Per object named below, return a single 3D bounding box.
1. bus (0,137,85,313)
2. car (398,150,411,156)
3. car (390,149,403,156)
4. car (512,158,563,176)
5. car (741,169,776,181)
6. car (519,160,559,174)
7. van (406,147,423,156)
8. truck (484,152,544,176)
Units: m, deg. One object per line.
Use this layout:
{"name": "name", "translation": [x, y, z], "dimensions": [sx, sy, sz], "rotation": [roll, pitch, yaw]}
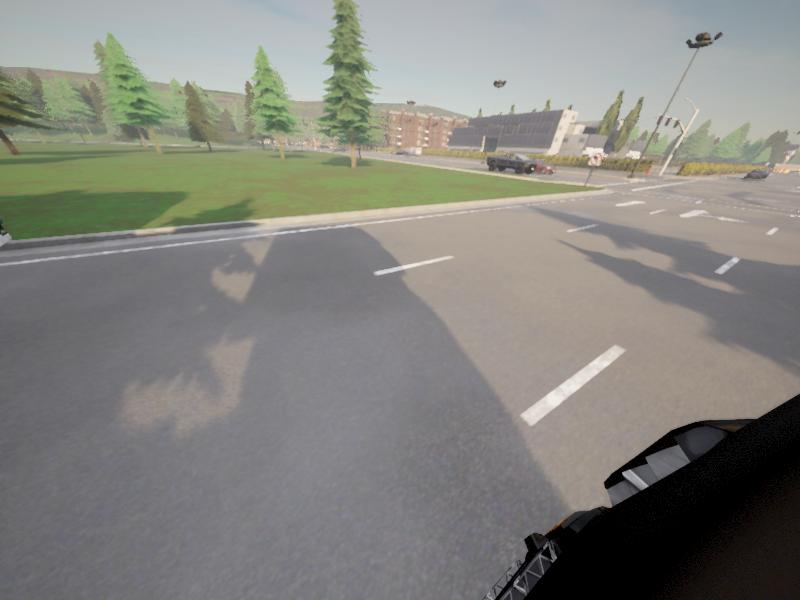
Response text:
{"name": "bus", "translation": [-10.394, -0.620, 0.339], "dimensions": [10.273, 4.253, 3.944], "rotation": [-16, 38, -26]}
{"name": "car", "translation": [1.460, -49.006, 76.934], "dimensions": [1.812, 1.442, 4.674], "rotation": [-16, 38, -26]}
{"name": "car", "translation": [-1.168, -47.789, 74.829], "dimensions": [2.038, 1.542, 4.974], "rotation": [-16, 38, -26]}
{"name": "car", "translation": [17.634, -17.348, 29.990], "dimensions": [2.152, 1.651, 5.027], "rotation": [-17, 38, -27]}
{"name": "car", "translation": [59.089, -20.715, 38.073], "dimensions": [4.902, 1.511, 2.128], "rotation": [-16, 38, -26]}
{"name": "car", "translation": [19.699, -19.024, 32.899], "dimensions": [1.994, 1.385, 4.181], "rotation": [-17, 38, -27]}
{"name": "van", "translation": [4.695, -50.107, 77.932], "dimensions": [2.351, 2.431, 6.366], "rotation": [-16, 38, -26]}
{"name": "truck", "translation": [14.032, -17.232, 29.131], "dimensions": [2.390, 2.098, 6.274], "rotation": [-17, 38, -27]}
